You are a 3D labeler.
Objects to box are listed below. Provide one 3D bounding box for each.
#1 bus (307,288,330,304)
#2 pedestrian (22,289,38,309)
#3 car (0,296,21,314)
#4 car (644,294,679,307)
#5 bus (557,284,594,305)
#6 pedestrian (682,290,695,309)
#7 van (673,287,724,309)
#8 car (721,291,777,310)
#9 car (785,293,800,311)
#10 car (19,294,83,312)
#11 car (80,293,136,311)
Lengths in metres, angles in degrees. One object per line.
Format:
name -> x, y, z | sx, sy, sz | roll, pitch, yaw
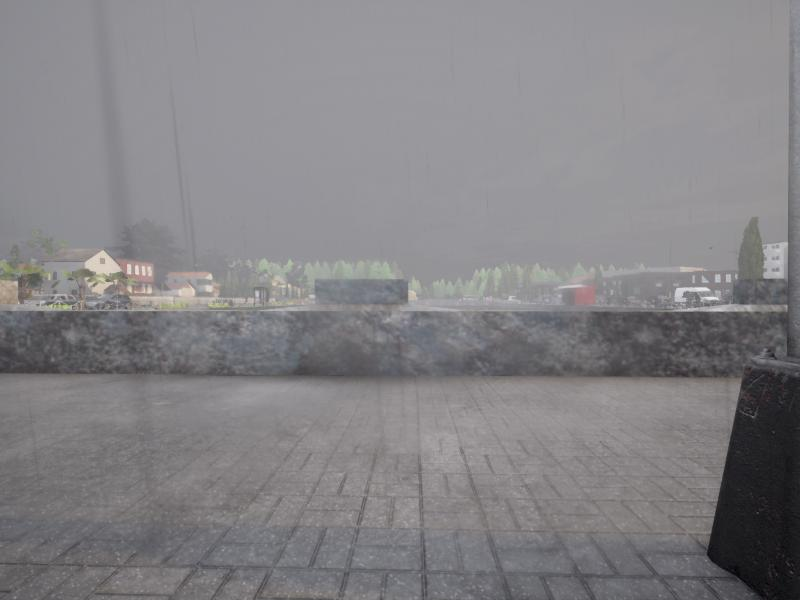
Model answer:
bus -> -22.869, -1.139, 113.030 | 3.944, 4.253, 10.273 | 0, 0, 2
pedestrian -> -34.418, -0.067, 37.193 | 0.751, 1.860, 0.751 | 0, 0, 3
car -> -29.630, 0.344, 27.856 | 1.895, 1.301, 4.718 | 0, 0, 2
car -> 37.100, 0.094, 56.978 | 2.097, 1.767, 4.553 | 0, 0, 2
bus -> 38.254, -1.139, 87.888 | 3.944, 4.253, 10.273 | 0, 0, 2
pedestrian -> 28.369, -0.053, 39.405 | 0.751, 1.860, 0.751 | 0, 0, 2
van -> 36.850, -0.278, 49.652 | 1.988, 2.561, 5.915 | 0, 0, 2
car -> 36.603, 0.052, 42.120 | 1.932, 1.855, 4.605 | 0, 0, 2
car -> 36.340, 0.201, 34.239 | 1.801, 1.575, 5.366 | 0, 0, 2
car -> -29.422, 0.253, 33.891 | 1.970, 1.475, 3.806 | 0, 0, 2
car -> -29.211, 0.178, 40.270 | 2.033, 1.649, 4.856 | 0, 0, 2
